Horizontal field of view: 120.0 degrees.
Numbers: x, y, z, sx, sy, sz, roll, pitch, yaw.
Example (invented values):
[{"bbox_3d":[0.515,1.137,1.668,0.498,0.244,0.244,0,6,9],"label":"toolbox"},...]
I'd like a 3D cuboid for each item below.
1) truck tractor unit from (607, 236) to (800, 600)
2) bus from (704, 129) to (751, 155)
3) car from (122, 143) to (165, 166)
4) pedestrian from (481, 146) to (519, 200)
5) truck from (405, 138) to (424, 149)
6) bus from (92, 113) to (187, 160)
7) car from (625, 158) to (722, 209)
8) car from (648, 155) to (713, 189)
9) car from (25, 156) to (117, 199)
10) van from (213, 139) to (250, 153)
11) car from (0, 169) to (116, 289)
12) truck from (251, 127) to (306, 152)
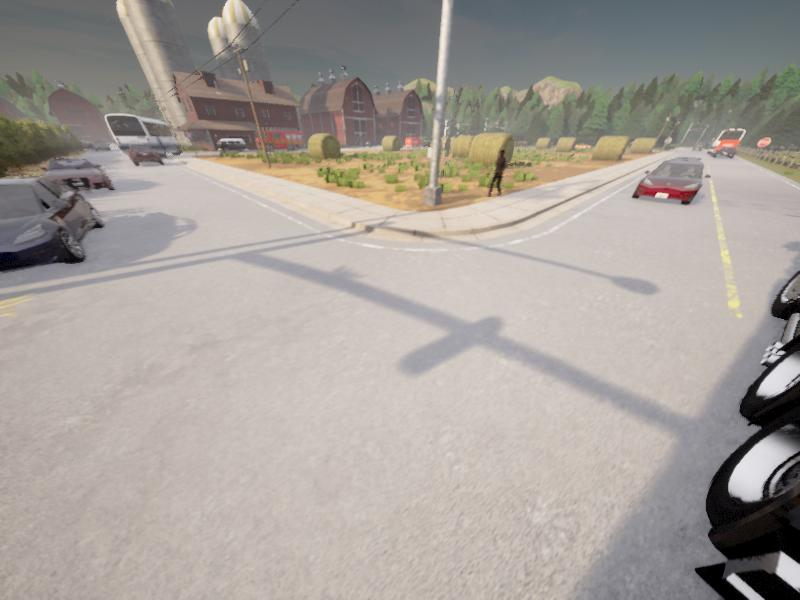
[{"bbox_3d":[5.060,-0.350,0.846,6.516,4.208,3.053,-20,40,-26],"label":"truck tractor unit"},{"bbox_3d":[69.354,-33.713,49.315,10.273,4.253,3.944,-28,44,-34],"label":"bus"},{"bbox_3d":[-25.554,-14.577,23.010,4.553,1.767,2.097,30,44,35],"label":"car"},{"bbox_3d":[4.092,-5.238,9.552,0.751,1.860,0.751,-20,40,-26],"label":"pedestrian"},{"bbox_3d":[4.225,-44.991,66.281,2.627,2.467,5.204,29,44,34],"label":"truck"},{"bbox_3d":[-32.538,-20.936,29.867,3.944,4.253,10.273,-14,37,-20],"label":"bus"},{"bbox_3d":[12.969,-5.721,10.988,4.792,1.488,2.163,-28,44,-34],"label":"car"},{"bbox_3d":[18.418,-8.536,15.160,5.357,1.411,2.033,-28,44,-34],"label":"car"},{"bbox_3d":[-16.156,-6.291,11.621,4.181,1.385,1.994,30,44,35],"label":"car"},{"bbox_3d":[-29.813,-27.365,41.013,2.069,2.038,4.480,29,44,34],"label":"van"},{"bbox_3d":[-8.820,-1.860,5.263,2.163,1.488,4.792,-26,43,-32],"label":"car"},{"bbox_3d":[-23.791,-31.697,45.731,2.891,3.827,8.468,29,44,34],"label":"truck"}]
